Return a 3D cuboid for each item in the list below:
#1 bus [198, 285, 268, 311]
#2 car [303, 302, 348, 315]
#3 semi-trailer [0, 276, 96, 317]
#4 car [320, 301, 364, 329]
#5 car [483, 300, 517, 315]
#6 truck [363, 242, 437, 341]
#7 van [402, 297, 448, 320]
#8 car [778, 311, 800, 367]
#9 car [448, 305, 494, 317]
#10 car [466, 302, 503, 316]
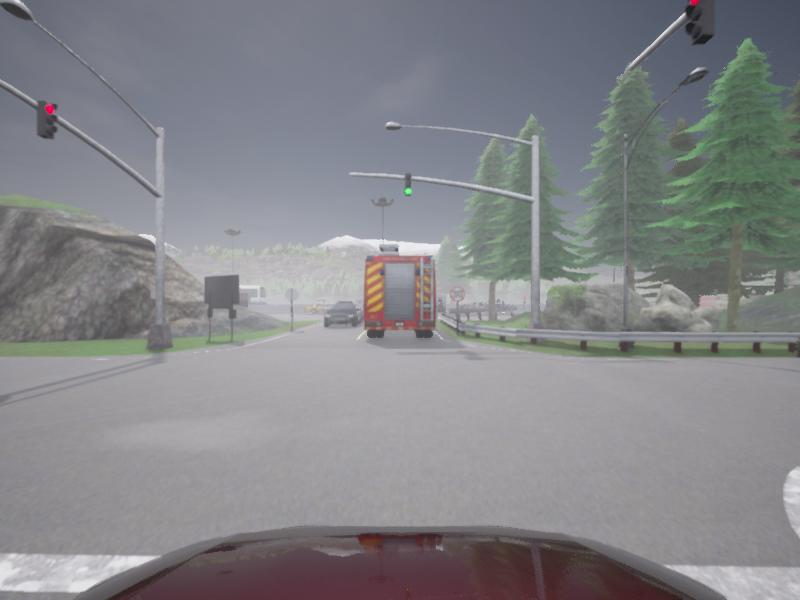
[{"bbox_3d":[-28.459,-0.274,68.472,10.273,4.253,3.944,0,0,0],"label":"bus"},{"bbox_3d":[-9.487,1.044,51.003,5.366,1.575,1.801,0,0,0],"label":"car"},{"bbox_3d":[-41.570,-0.381,43.865,14.254,4.402,2.717,0,0,0],"label":"semi-trailer"},{"bbox_3d":[-3.505,0.849,25.170,2.038,1.542,4.974,0,0,0],"label":"car"},{"bbox_3d":[12.705,0.889,50.900,3.866,1.878,1.905,0,0,0],"label":"car"},{"bbox_3d":[-0.002,-0.313,19.770,2.891,3.827,8.468,0,0,0],"label":"truck"},{"bbox_3d":[2.554,0.806,39.454,2.069,2.038,4.480,-5,-4,43],"label":"van"},{"bbox_3d":[13.081,1.052,10.225,4.792,1.488,2.163,0,0,1],"label":"car"},{"bbox_3d":[7.784,1.180,43.923,4.718,1.301,1.895,0,0,0],"label":"car"},{"bbox_3d":[9.949,1.028,47.413,3.988,1.617,1.851,0,0,0],"label":"car"}]
